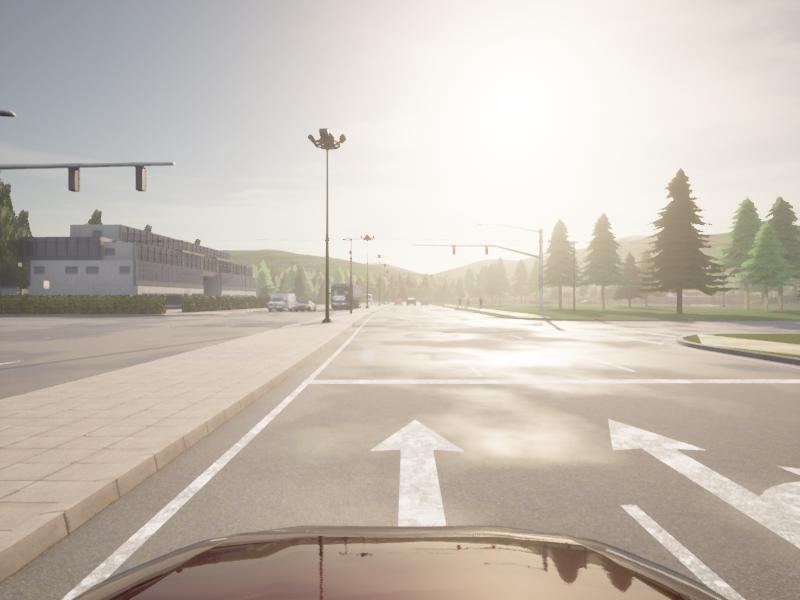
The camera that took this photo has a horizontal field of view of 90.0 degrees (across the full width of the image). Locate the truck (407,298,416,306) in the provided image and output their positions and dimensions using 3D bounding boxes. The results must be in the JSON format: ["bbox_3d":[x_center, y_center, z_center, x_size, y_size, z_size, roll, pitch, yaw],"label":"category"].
[{"bbox_3d":[3.016,0.457,107.928,2.390,2.098,6.274,0,0,0],"label":"truck"}]

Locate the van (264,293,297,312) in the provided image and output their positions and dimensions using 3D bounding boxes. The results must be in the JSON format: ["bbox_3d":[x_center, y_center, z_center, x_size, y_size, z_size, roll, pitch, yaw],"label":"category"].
[{"bbox_3d":[-15.809,0.336,53.390,2.351,2.431,6.366,0,0,0],"label":"van"}]

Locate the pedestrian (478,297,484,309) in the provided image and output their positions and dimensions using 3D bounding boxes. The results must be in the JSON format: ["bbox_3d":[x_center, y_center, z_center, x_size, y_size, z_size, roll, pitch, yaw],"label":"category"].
[{"bbox_3d":[11.939,0.438,58.938,0.751,1.860,0.751,0,0,2],"label":"pedestrian"}]

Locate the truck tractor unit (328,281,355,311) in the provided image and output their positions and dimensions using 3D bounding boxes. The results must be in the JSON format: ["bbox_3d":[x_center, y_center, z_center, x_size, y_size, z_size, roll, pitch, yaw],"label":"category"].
[{"bbox_3d":[-8.750,-0.571,60.892,3.053,4.208,6.516,0,0,1],"label":"truck tractor unit"}]

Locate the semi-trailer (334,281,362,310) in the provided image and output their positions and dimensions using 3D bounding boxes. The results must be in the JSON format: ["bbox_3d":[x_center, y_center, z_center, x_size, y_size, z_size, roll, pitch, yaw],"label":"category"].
[{"bbox_3d":[-8.668,-0.672,68.806,2.717,4.402,14.254,0,0,1],"label":"semi-trailer"}]

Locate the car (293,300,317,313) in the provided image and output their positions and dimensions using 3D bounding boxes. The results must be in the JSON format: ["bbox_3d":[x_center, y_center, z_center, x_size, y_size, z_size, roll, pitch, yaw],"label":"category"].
[{"bbox_3d":[-12.317,0.785,52.194,2.038,1.542,4.974,0,0,0],"label":"car"}]
